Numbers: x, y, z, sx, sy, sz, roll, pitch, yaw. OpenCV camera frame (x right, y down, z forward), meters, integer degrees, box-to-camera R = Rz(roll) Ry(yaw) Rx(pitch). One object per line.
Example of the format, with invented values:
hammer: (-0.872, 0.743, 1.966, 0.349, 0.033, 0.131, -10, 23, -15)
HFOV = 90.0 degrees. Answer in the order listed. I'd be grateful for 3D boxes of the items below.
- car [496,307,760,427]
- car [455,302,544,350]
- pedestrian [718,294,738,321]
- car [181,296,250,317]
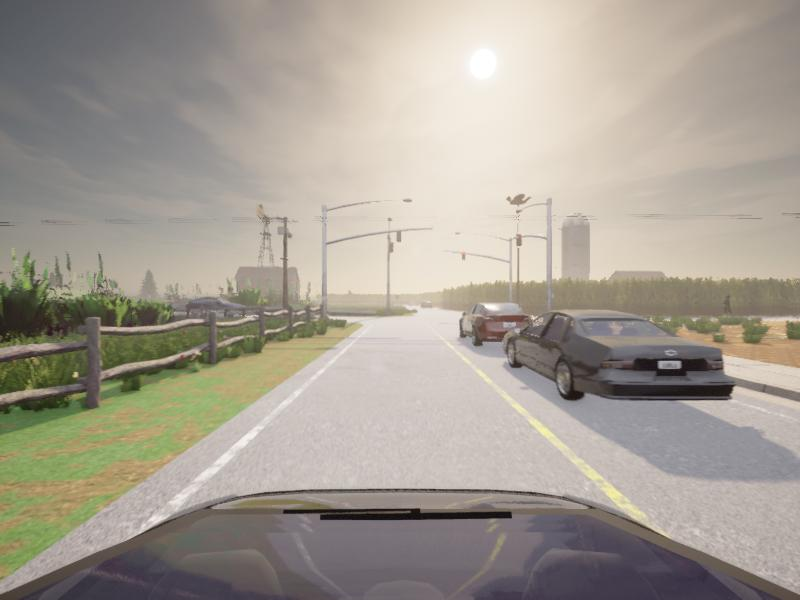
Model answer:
car: (3.497, 0.893, 7.696, 2.033, 1.411, 5.357, 0, 0, 0)
car: (3.494, 0.847, 15.068, 2.163, 1.488, 4.792, 0, 0, 0)
pedestrian: (22.576, 0.514, 27.568, 0.751, 1.860, 0.751, 0, 0, -4)
car: (-14.810, 0.505, 32.250, 4.674, 1.442, 1.812, 3, 0, 3)
